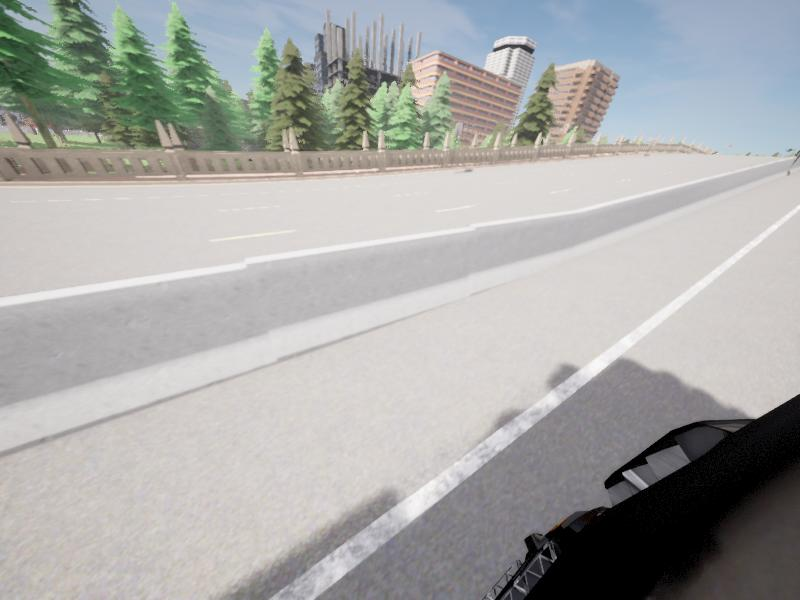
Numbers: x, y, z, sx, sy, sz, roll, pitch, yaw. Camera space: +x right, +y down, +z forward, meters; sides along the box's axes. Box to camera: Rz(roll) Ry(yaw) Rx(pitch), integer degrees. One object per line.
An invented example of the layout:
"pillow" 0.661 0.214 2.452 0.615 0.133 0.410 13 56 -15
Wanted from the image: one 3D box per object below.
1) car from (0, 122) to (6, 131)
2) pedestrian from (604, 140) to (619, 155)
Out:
"car" -71.666 -30.329 39.643 1.932 1.855 4.605 -11 36 -27
"pedestrian" 32.327 -23.313 35.280 0.751 1.860 0.751 -12 36 -28
